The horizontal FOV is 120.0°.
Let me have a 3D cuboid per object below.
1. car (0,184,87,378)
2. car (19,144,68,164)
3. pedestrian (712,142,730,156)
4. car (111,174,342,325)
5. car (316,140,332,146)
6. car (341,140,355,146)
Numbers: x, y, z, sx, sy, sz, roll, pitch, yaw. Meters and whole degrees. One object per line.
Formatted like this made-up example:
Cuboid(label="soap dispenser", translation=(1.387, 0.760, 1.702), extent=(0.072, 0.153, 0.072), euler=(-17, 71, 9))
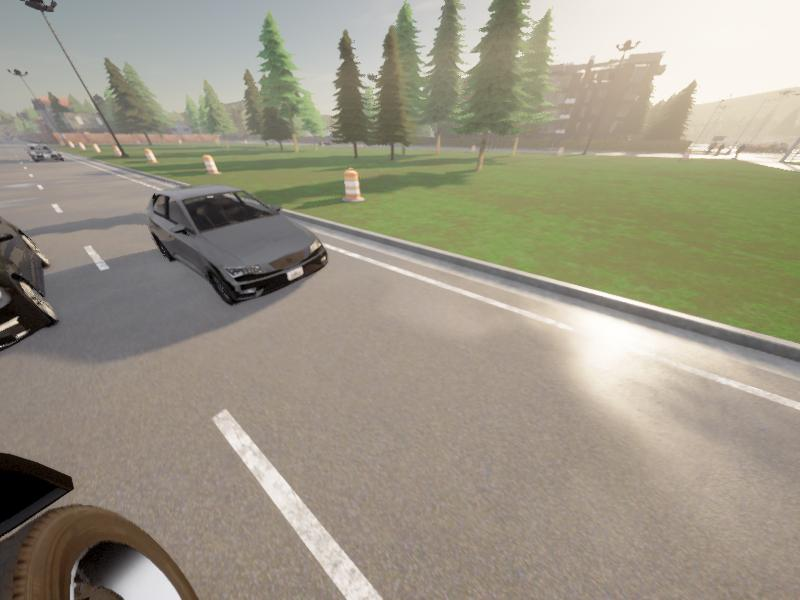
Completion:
Cuboid(label="car", translation=(-6.718, -0.415, 3.123), extent=(4.902, 1.511, 2.128), euler=(24, 41, 30))
Cuboid(label="car", translation=(-35.633, -14.681, 23.099), extent=(3.806, 1.475, 1.970), euler=(22, 41, 28))
Cuboid(label="pedestrian", translation=(52.283, -24.645, 37.654), extent=(0.751, 1.860, 0.751), euler=(24, 42, 30))
Cuboid(label="car", translation=(-3.386, -1.371, 4.538), extent=(4.193, 1.474, 1.816), euler=(22, 41, 28))
Cuboid(label="car", translation=(-23.199, -48.064, 70.666), extent=(4.718, 1.301, 1.895), euler=(23, 41, 28))
Cuboid(label="car", translation=(-15.798, -47.578, 69.818), extent=(3.633, 1.501, 1.845), euler=(23, 41, 28))
